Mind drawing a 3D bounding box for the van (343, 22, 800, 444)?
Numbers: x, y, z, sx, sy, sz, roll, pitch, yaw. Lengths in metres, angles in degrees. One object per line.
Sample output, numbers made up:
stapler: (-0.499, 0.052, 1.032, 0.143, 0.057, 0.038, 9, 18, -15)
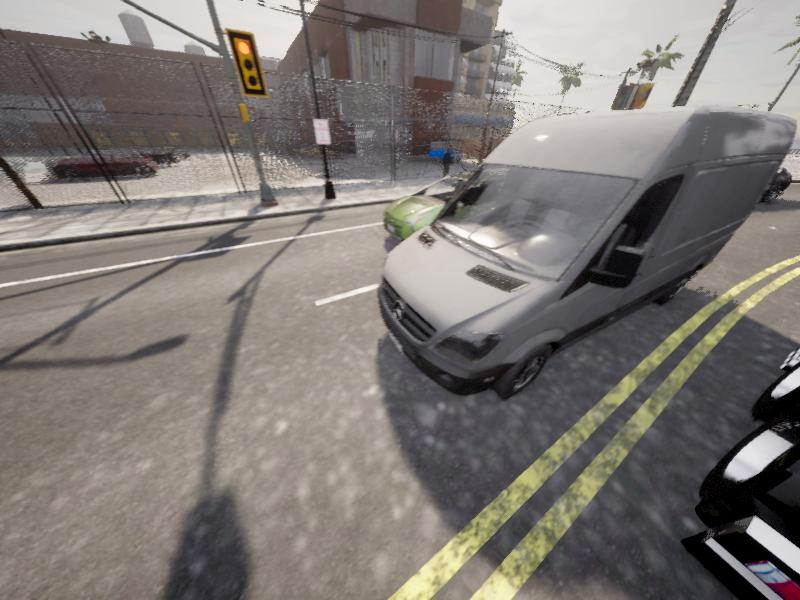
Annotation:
van: (2.555, -1.009, 3.250, 5.915, 2.561, 1.988, -16, 38, -23)

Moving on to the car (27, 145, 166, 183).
car: (-18.285, -8.597, 14.412, 4.553, 1.767, 2.185, -19, 39, -25)

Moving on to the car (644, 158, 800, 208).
car: (14.743, -5.407, 10.479, 5.027, 1.651, 2.152, -6, 35, -10)

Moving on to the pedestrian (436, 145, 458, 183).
pedestrian: (2.723, -7.923, 13.453, 0.751, 1.860, 0.751, -18, 39, -25)

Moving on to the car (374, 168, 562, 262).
car: (1.797, -2.585, 6.388, 4.514, 1.525, 2.007, -16, 38, -22)

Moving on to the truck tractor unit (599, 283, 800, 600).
truck tractor unit: (5.141, -0.269, 0.736, 6.516, 4.208, 3.053, -17, 38, -23)

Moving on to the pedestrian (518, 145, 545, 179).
pedestrian: (8.602, -9.052, 15.131, 0.751, 1.860, 0.751, -15, 38, -21)
